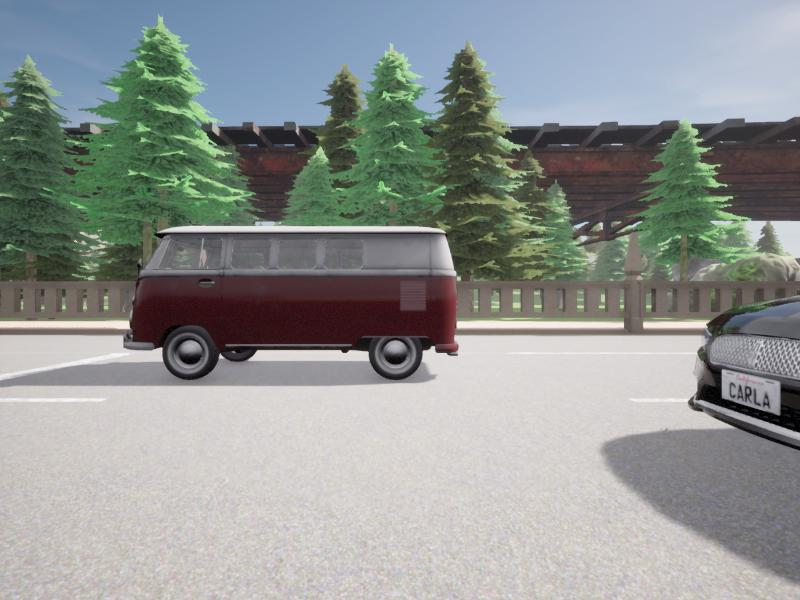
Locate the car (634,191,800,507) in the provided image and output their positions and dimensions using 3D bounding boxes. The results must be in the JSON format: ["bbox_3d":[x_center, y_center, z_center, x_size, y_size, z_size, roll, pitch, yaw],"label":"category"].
[{"bbox_3d":[4.363,0.237,2.200,4.902,1.511,2.128,0,0,0],"label":"car"}]

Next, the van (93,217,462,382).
[{"bbox_3d":[-1.470,-0.002,5.700,4.442,1.987,1.775,0,0,0],"label":"van"}]
